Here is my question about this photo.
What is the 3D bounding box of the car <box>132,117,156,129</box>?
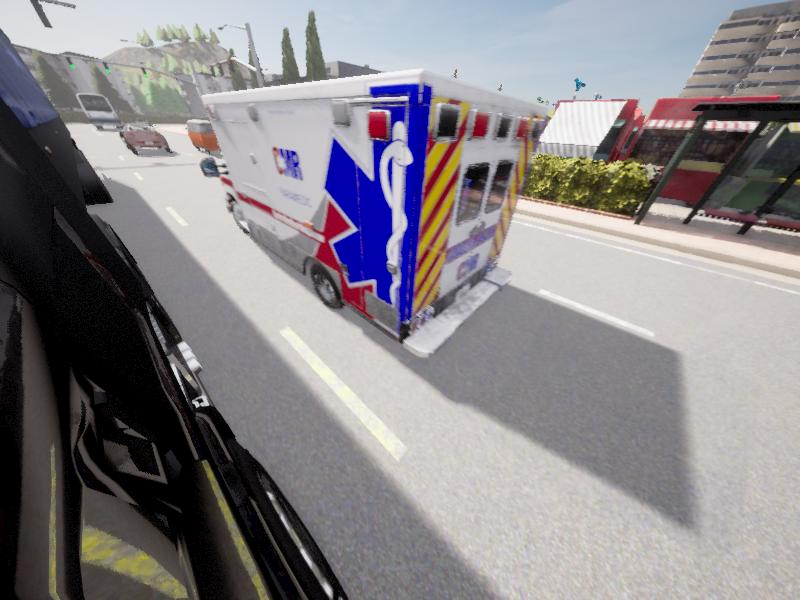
[{"bbox_3d":[-49.738,-34.478,44.963,1.851,1.617,3.988,-18,41,-25],"label":"car"}]

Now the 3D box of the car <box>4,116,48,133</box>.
[{"bbox_3d":[-42.715,-20.104,26.504,4.181,1.385,1.994,30,45,31],"label":"car"}]

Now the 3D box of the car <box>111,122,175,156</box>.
[{"bbox_3d":[-18.580,-11.711,16.679,5.027,1.651,2.152,31,45,32],"label":"car"}]

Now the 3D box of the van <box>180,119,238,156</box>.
[{"bbox_3d":[-14.280,-12.185,17.280,4.442,1.987,1.775,30,45,32],"label":"van"}]

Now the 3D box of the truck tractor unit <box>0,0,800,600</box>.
[{"bbox_3d":[-2.645,-0.295,0.351,6.516,4.208,3.053,28,44,30],"label":"truck tractor unit"}]

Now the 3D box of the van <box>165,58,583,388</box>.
[{"bbox_3d":[-1.291,-1.905,4.078,6.366,2.431,2.351,30,45,32],"label":"van"}]

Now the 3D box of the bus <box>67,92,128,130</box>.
[{"bbox_3d":[-48.239,-30.338,37.359,3.944,4.253,10.273,-28,46,-33],"label":"bus"}]

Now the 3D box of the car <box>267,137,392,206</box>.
[{"bbox_3d":[-2.899,-5.372,9.254,5.027,1.651,2.152,30,45,32],"label":"car"}]

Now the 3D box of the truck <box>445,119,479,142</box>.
[{"bbox_3d":[14.140,-38.308,52.282,2.891,3.827,8.468,31,45,32],"label":"truck"}]

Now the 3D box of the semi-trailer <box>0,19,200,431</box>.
[{"bbox_3d":[-8.587,-3.686,4.324,14.254,4.402,2.717,30,45,31],"label":"semi-trailer"}]

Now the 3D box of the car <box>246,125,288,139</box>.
[{"bbox_3d":[-18.914,-23.951,33.004,2.007,1.525,4.514,32,46,33],"label":"car"}]
